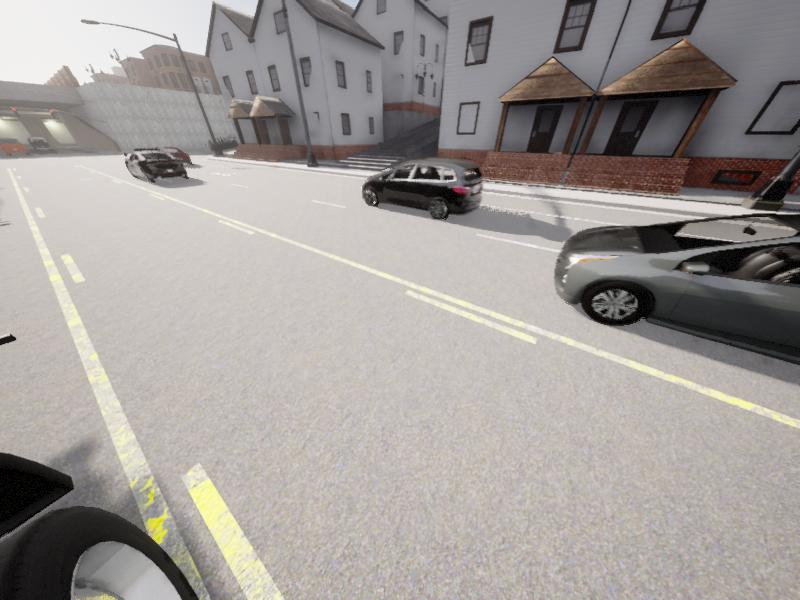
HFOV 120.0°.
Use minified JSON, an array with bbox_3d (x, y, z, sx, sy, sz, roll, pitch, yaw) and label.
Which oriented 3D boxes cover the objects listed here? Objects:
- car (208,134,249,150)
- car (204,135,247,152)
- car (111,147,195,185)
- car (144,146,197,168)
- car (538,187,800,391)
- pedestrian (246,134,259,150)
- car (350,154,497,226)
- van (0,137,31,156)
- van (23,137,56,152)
[{"bbox_3d":[-28.699,-26.661,38.833,2.038,1.542,4.974,22,48,28],"label":"car"},{"bbox_3d":[-27.039,-24.338,35.879,2.242,1.667,4.611,22,47,27],"label":"car"},{"bbox_3d":[-15.322,-8.427,14.325,5.238,1.638,1.930,22,40,28],"label":"car"},{"bbox_3d":[-21.096,-13.219,21.251,4.674,1.442,1.812,21,40,27],"label":"car"},{"bbox_3d":[4.670,-0.222,2.938,4.514,1.525,2.007,22,41,28],"label":"car"},{"bbox_3d":[-20.751,-22.213,32.432,0.751,1.860,0.751,21,40,27],"label":"pedestrian"},{"bbox_3d":[0.700,-4.280,8.541,4.611,1.667,2.242,23,41,29],"label":"car"},{"bbox_3d":[-52.342,-20.697,31.148,4.442,1.987,1.775,21,40,27],"label":"van"},{"bbox_3d":[-62.591,-27.090,40.096,4.480,2.038,2.069,21,40,27],"label":"van"}]
